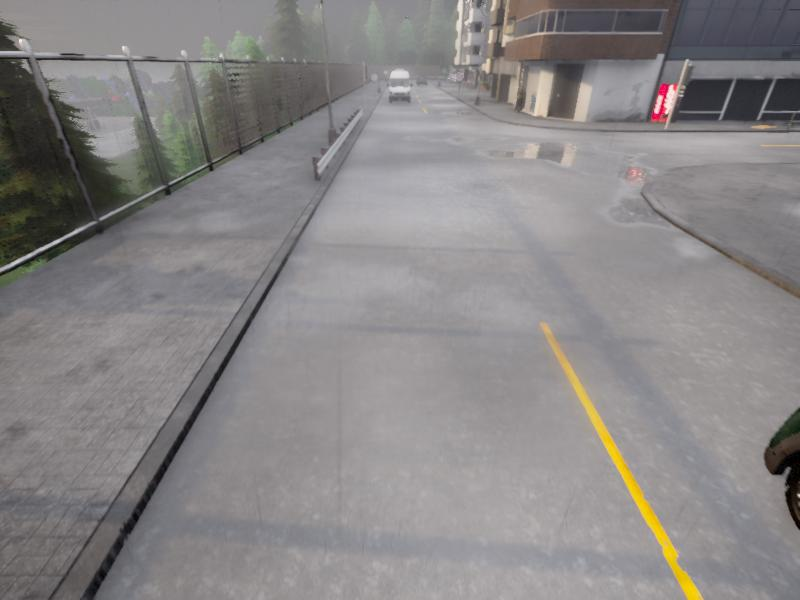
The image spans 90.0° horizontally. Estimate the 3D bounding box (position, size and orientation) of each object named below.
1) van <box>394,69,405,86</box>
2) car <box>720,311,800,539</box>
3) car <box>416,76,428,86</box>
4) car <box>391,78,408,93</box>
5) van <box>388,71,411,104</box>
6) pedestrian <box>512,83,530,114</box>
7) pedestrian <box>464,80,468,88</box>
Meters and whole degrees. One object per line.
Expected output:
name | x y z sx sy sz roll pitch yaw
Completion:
van | -0.059 -40.696 73.010 1.988 2.561 5.915 0 30 0
car | 4.001 1.722 1.274 2.097 1.767 4.553 0 30 0
car | 3.964 -39.952 72.871 2.033 1.411 5.357 0 30 0
car | -0.027 -28.570 53.198 2.152 1.651 5.027 0 30 0
van | -0.025 -20.553 38.594 1.988 2.561 5.915 0 30 0
pedestrian | 8.261 -13.787 27.434 0.751 1.860 0.751 0 30 0
pedestrian | 10.017 -32.954 60.963 0.500 1.100 0.500 2 30 3
